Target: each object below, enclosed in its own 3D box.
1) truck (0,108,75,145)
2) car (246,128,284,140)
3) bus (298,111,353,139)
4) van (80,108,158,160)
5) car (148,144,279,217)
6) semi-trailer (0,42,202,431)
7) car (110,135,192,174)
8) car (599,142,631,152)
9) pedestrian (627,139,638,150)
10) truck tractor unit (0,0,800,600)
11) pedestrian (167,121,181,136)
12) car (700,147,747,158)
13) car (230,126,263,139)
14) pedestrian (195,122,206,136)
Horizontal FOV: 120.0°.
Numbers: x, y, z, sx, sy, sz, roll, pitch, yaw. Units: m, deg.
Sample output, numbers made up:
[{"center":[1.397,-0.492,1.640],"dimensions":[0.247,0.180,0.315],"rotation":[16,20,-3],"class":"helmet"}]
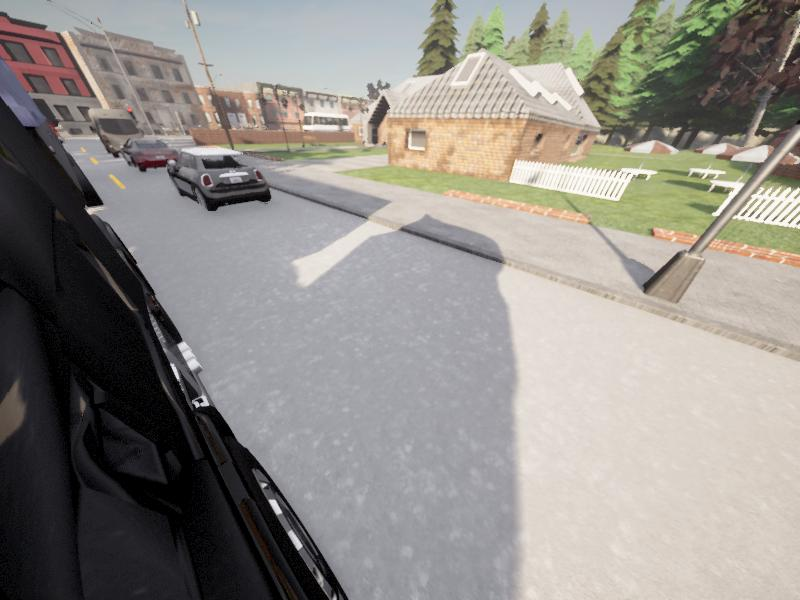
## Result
[{"center":[-33.698,-15.736,20.946],"dimensions":[5.204,2.467,2.627],"rotation":[17,38,17],"class":"truck"},{"center":[-22.289,-27.578,38.358],"dimensions":[1.882,1.535,5.008],"rotation":[28,43,30],"class":"car"},{"center":[-15.394,-36.929,49.070],"dimensions":[3.944,4.253,10.273],"rotation":[28,43,30],"class":"bus"},{"center":[-19.550,-11.568,16.047],"dimensions":[5.915,2.561,1.988],"rotation":[28,44,31],"class":"van"},{"center":[-6.079,-4.101,7.578],"dimensions":[3.806,1.475,1.970],"rotation":[28,43,30],"class":"car"},{"center":[-8.710,-3.574,4.250],"dimensions":[14.254,4.402,2.717],"rotation":[28,44,30],"class":"semi-trailer"},{"center":[-13.408,-7.912,12.422],"dimensions":[4.181,1.385,1.994],"rotation":[28,43,30],"class":"car"},{"center":[49.501,-35.391,53.281],"dimensions":[5.027,1.651,2.152],"rotation":[28,43,30],"class":"car"},{"center":[49.173,-32.857,48.819],"dimensions":[0.751,1.860,0.751],"rotation":[23,41,25],"class":"pedestrian"},{"center":[-2.645,-0.295,0.352],"dimensions":[6.516,4.208,3.053],"rotation":[28,44,30],"class":"truck tractor unit"},{"center":[-35.509,-26.929,36.286],"dimensions":[0.751,1.860,0.751],"rotation":[-29,47,-35],"class":"pedestrian"},{"center":[62.496,-28.626,44.754],"dimensions":[4.902,1.511,2.128],"rotation":[28,43,30],"class":"car"},{"center":[-26.222,-28.634,39.515],"dimensions":[1.851,1.617,3.988],"rotation":[28,43,30],"class":"car"},{"center":[-33.312,-28.567,38.616],"dimensions":[0.751,1.860,0.751],"rotation":[-26,45,-33],"class":"pedestrian"}]
